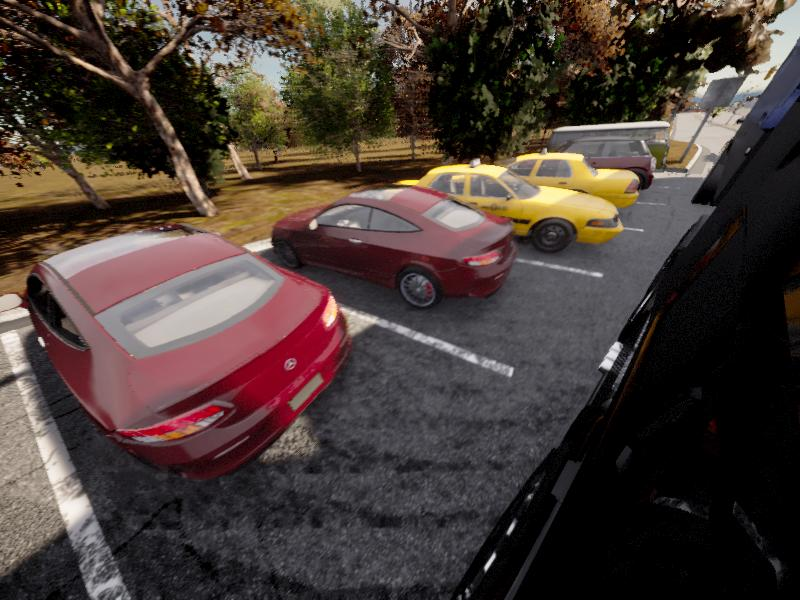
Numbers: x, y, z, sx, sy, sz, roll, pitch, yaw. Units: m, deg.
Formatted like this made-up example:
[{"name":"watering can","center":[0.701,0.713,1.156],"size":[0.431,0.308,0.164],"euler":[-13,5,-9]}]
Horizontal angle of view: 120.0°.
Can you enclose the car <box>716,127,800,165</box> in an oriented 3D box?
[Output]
[{"name":"car","center":[19.335,-8.469,12.599],"size":[4.181,1.385,1.994],"euler":[-31,45,-33]}]

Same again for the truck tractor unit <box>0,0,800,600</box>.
[{"name":"truck tractor unit","center":[2.645,-0.295,0.352],"size":[6.516,4.208,3.053],"euler":[-28,44,-30]}]

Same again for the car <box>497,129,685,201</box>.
[{"name":"car","center":[6.348,-5.029,8.507],"size":[4.553,1.767,2.185],"euler":[16,41,25]}]

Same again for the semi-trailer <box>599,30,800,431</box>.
[{"name":"semi-trailer","center":[8.636,-3.646,4.287],"size":[14.254,4.402,2.717],"euler":[-29,44,-30]}]

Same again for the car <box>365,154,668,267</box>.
[{"name":"car","center":[1.988,-2.452,5.541],"size":[5.366,1.575,1.946],"euler":[17,40,25]}]

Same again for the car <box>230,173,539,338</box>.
[{"name":"car","center":[-0.437,-1.251,4.166],"size":[4.674,1.452,2.002],"euler":[17,41,26]}]

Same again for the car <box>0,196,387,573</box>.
[{"name":"car","center":[-2.712,-0.048,2.703],"size":[4.674,1.452,2.002],"euler":[17,41,26]}]

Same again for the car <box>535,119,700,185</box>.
[{"name":"car","center":[8.649,-6.324,9.923],"size":[4.442,1.987,1.878],"euler":[16,40,25]}]

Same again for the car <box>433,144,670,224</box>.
[{"name":"car","center":[3.920,-3.762,7.179],"size":[5.366,1.575,1.946],"euler":[17,41,25]}]
